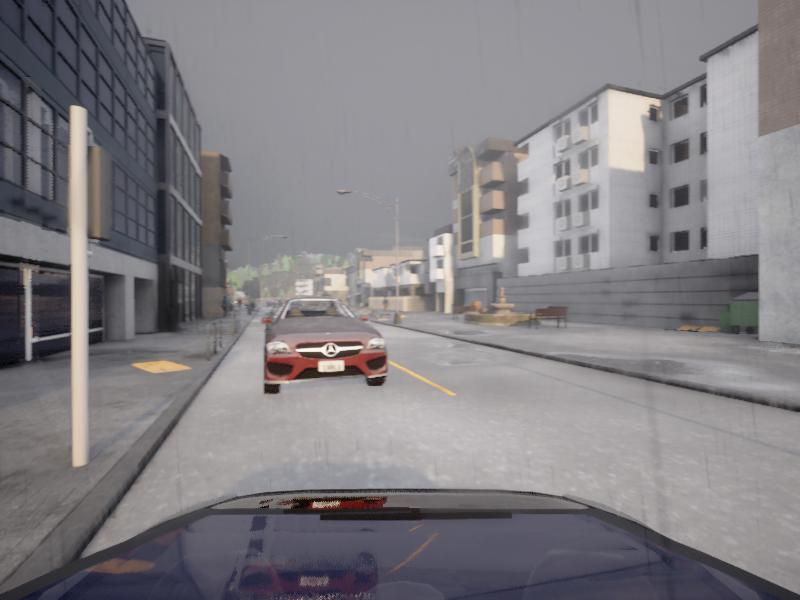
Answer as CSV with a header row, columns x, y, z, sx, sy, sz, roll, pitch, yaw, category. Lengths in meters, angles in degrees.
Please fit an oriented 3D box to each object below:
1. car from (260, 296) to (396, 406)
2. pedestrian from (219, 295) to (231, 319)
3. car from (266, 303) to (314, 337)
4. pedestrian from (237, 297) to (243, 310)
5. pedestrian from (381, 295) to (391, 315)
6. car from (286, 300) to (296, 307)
x,y,z,sx,sy,sz,roll,pitch,yaw,category
-1.892,0.771,8.779,2.152,1.651,5.027,0,0,-18,car
-13.964,0.530,31.940,0.751,1.860,0.751,0,0,-10,pedestrian
-5.614,0.879,19.929,2.033,1.411,5.357,0,0,-18,car
-23.635,0.520,59.100,0.751,1.860,0.751,0,0,-18,pedestrian
-1.353,0.464,38.282,0.751,1.860,0.751,0,0,-20,pedestrian
-23.191,0.737,85.252,1.801,1.575,5.366,0,0,-18,car
